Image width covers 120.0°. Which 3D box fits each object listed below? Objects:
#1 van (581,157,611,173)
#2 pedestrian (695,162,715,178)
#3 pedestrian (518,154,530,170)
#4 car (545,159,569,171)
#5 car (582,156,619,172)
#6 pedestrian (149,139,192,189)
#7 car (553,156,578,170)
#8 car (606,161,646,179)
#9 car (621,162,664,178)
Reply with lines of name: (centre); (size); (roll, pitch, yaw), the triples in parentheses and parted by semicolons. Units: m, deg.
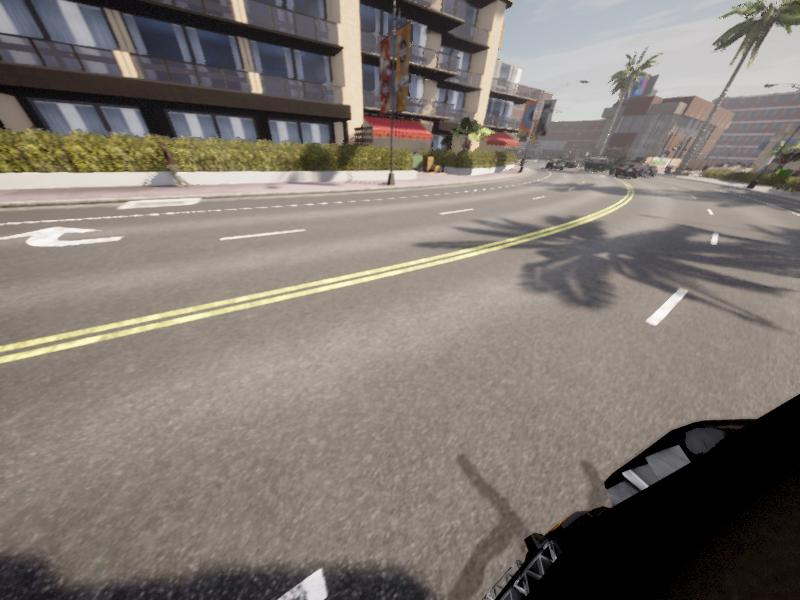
van: (32.909, -22.866, 38.979); (1.775, 1.987, 4.442); (9, 34, 9)
pedestrian: (44.163, -18.839, 33.497); (0.751, 1.860, 0.751); (10, 34, 11)
pedestrian: (16.924, -18.789, 31.486); (0.751, 1.860, 0.751); (23, 38, 27)
car: (25.556, -22.168, 37.863); (1.970, 1.475, 3.806); (10, 34, 11)
car: (37.141, -25.382, 43.019); (2.150, 2.045, 5.566); (5, 34, 3)
pedestrian: (-10.342, -6.150, 10.489); (0.751, 1.860, 0.751); (-21, 40, -31)
car: (30.190, -25.110, 42.256); (1.905, 1.878, 3.866); (6, 33, 4)
car: (29.529, -17.145, 30.392); (2.242, 1.667, 4.611); (16, 36, 20)
car: (34.646, -18.755, 33.225); (2.152, 1.651, 5.027); (13, 35, 16)
